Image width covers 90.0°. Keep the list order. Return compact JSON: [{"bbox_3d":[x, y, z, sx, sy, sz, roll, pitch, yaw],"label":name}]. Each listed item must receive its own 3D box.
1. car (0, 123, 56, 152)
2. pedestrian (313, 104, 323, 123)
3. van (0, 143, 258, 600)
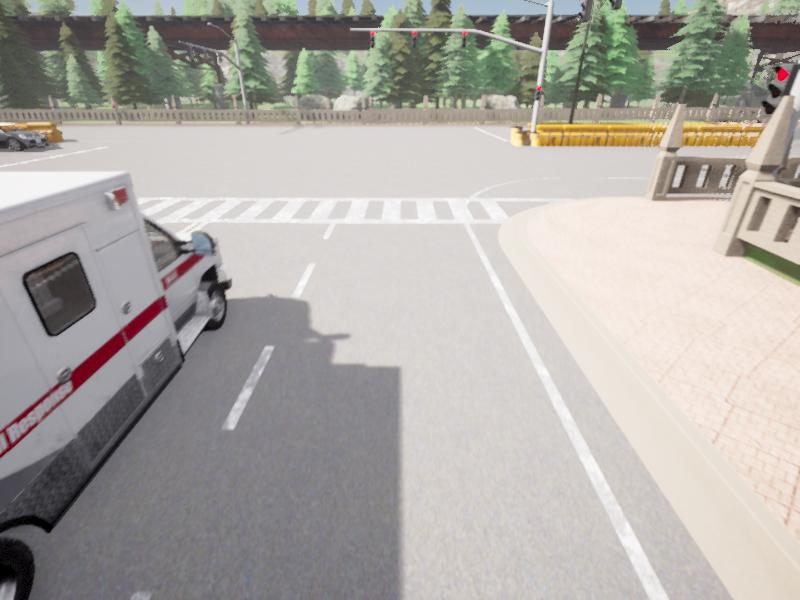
[{"bbox_3d":[-23.452,-9.701,23.826,3.806,1.475,1.970,0,27,0],"label":"car"},{"bbox_3d":[-8.881,-20.247,43.523,0.751,1.860,0.751,1,27,1],"label":"pedestrian"},{"bbox_3d":[-3.500,0.408,3.170,2.351,2.431,6.366,0,27,0],"label":"van"}]
